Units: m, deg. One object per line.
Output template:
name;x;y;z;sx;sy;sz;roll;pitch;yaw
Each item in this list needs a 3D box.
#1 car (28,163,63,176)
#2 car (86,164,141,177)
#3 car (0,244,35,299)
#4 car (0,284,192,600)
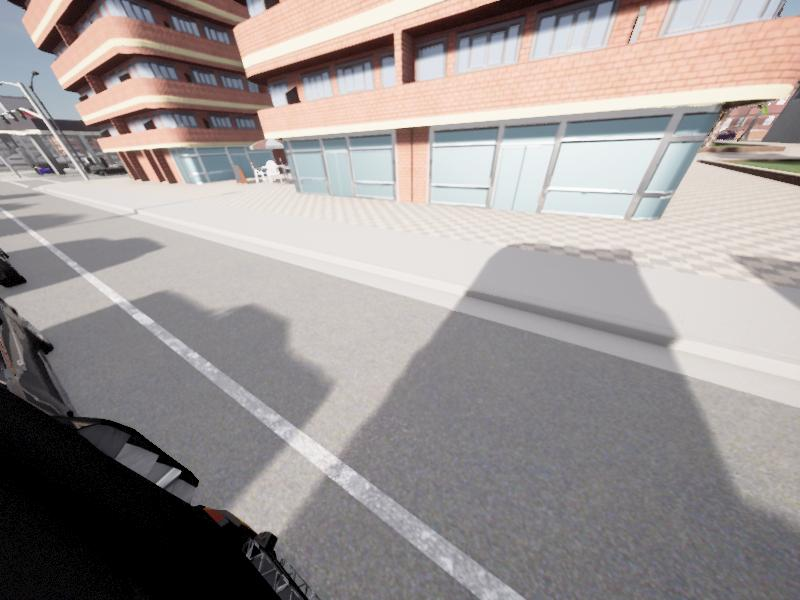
car;-60.678;-22.430;39.552;4.611;1.667;2.242;17;38;26
car;-41.402;-18.852;33.517;1.895;1.301;4.718;16;38;25
car;-9.860;-1.020;4.404;4.553;1.767;2.097;17;38;26
car;-3.905;0.953;1.523;4.718;1.301;1.895;17;38;26
